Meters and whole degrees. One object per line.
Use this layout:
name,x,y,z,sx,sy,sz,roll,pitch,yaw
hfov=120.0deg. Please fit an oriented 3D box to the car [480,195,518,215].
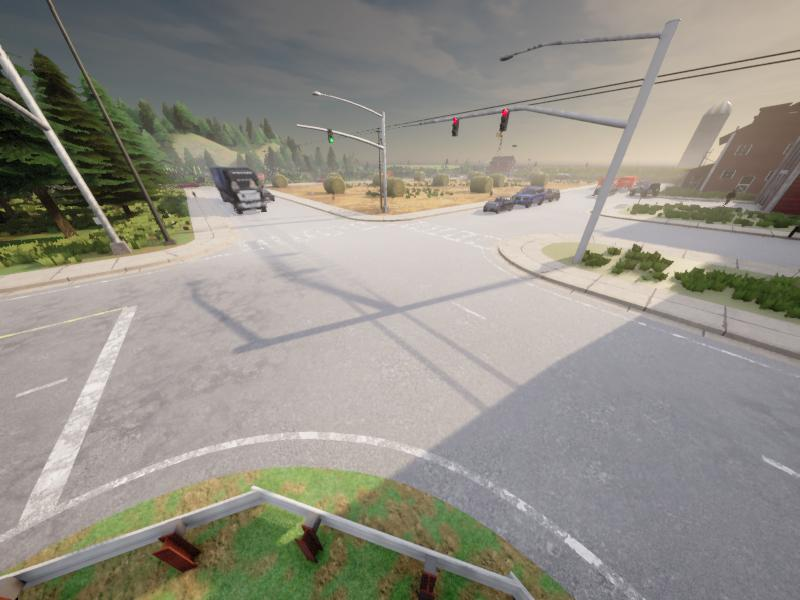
car,10.235,-9.931,23.957,3.633,1.501,1.845,-23,37,-34

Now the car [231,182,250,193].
car,-30.417,-21.496,44.054,2.007,1.525,4.514,-22,37,-33

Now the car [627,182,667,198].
car,37.519,-16.849,35.271,1.905,1.878,3.866,-2,28,9

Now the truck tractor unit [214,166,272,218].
truck tractor unit,-16.154,-11.303,23.698,3.053,4.208,6.516,-22,36,-33

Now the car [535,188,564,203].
car,20.426,-14.296,31.502,3.705,1.549,1.789,-23,37,-34

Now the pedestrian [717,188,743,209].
pedestrian,34.761,-10.717,24.351,0.751,1.860,0.751,20,35,30

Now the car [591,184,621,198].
car,32.440,-17.220,36.394,5.027,1.651,2.152,-23,36,-34

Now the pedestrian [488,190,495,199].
pedestrian,13.106,-15.157,33.095,0.500,1.100,0.500,19,35,30

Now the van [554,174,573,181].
van,56.638,-42.594,80.088,2.069,2.038,4.480,-23,37,-34

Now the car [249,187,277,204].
car,-19.169,-14.670,32.236,2.038,1.542,4.974,-22,37,-33

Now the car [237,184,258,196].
car,-26.008,-18.830,39.425,1.882,1.535,5.008,-22,37,-33

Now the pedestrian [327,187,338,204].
pedestrian,-8.192,-12.783,28.243,0.751,1.860,0.751,21,36,32

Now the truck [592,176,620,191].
truck,42.590,-24.168,47.703,5.204,2.467,2.627,-23,37,-35

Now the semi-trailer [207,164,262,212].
semi-trailer,-21.140,-14.456,28.970,2.717,4.402,14.254,-22,37,-33

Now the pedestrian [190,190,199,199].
pedestrian,-29.385,-15.077,33.010,0.500,1.100,0.500,23,37,34

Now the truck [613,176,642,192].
truck,44.476,-22.681,45.107,5.204,2.467,2.627,-23,37,-34

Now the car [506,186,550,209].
car,15.392,-12.350,27.640,5.566,2.045,2.150,-23,37,-34

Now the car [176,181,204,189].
car,-45.130,-24.813,49.789,4.193,1.474,1.816,-20,36,-31
